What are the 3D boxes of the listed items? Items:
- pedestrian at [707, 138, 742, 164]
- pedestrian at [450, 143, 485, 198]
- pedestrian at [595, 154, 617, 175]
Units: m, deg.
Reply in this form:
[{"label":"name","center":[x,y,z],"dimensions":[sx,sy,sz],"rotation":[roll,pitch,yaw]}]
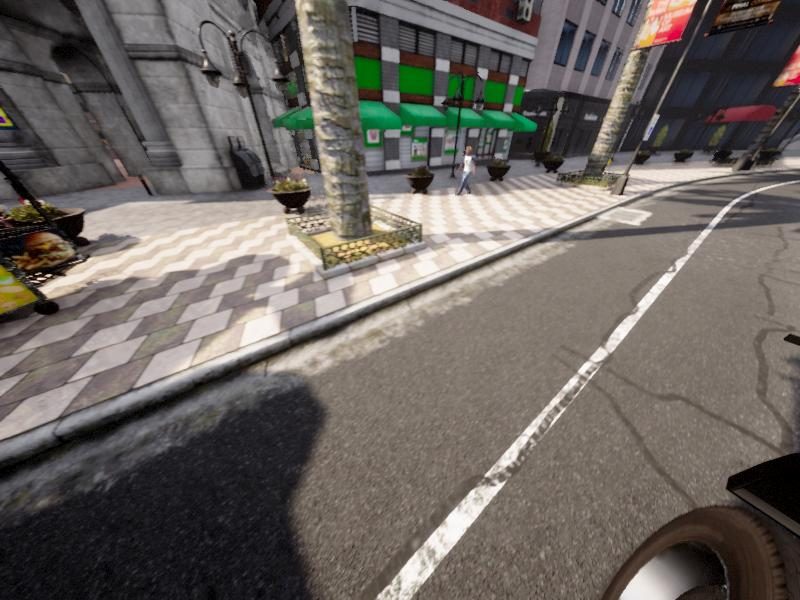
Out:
[{"label":"pedestrian","center":[28.121,-12.945,20.052],"dimensions":[0.751,1.860,0.751],"rotation":[-10,36,-13]},{"label":"pedestrian","center":[2.688,-5.219,9.347],"dimensions":[0.751,1.860,0.751],"rotation":[-23,41,-28]},{"label":"pedestrian","center":[13.197,-8.686,14.819],"dimensions":[0.500,1.100,0.500],"rotation":[-18,39,-23]}]
